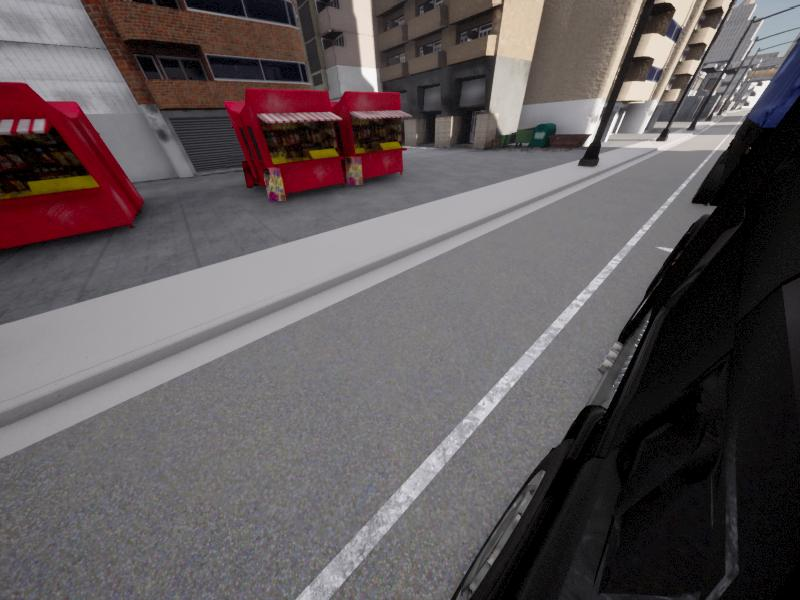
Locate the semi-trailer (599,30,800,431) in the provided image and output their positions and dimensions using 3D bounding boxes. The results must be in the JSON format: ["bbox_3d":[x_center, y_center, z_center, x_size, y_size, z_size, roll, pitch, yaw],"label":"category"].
[{"bbox_3d":[8.635,-3.647,4.289,14.254,4.402,2.717,-29,44,-30],"label":"semi-trailer"}]

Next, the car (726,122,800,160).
[{"bbox_3d":[22.055,-9.673,13.940,4.902,1.511,2.128,-28,44,-30],"label":"car"}]

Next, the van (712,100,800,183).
[{"bbox_3d":[16.399,-6.997,9.960,6.366,2.431,2.351,-28,44,-30],"label":"van"}]

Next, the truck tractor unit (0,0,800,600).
[{"bbox_3d":[2.645,-0.295,0.351,6.516,4.208,3.053,-28,44,-30],"label":"truck tractor unit"}]
